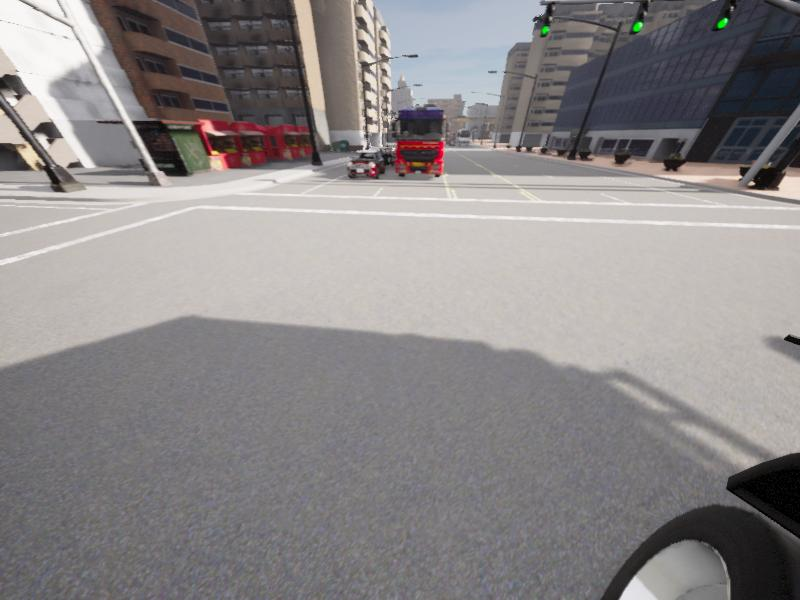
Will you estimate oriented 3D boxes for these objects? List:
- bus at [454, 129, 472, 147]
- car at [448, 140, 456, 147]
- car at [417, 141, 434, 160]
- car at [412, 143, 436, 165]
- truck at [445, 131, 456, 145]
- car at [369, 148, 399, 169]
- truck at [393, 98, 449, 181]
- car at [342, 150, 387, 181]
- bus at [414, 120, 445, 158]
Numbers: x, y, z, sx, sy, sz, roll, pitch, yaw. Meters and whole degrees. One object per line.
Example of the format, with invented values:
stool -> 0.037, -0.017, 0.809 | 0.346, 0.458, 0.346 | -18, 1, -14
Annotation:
bus -> 20.023, -51.924, 73.929 | 3.944, 4.253, 10.273 | 4, 37, 5
car -> 16.315, -49.254, 72.524 | 2.033, 1.649, 4.856 | 4, 37, 5
car -> 3.152, -18.601, 28.709 | 1.905, 1.878, 3.866 | 4, 35, 5
car -> 2.503, -15.119, 23.782 | 2.097, 1.767, 4.553 | 4, 35, 5
truck -> 17.587, -56.800, 80.807 | 2.891, 3.827, 8.468 | 4, 37, 5
car -> -1.357, -13.047, 21.173 | 1.994, 1.385, 4.181 | 4, 35, 6
truck -> 1.561, -11.315, 16.566 | 2.891, 3.827, 8.468 | 4, 35, 5
car -> -2.204, -9.061, 15.386 | 1.970, 1.475, 3.806 | 4, 35, 5
bus -> 4.261, -25.203, 36.135 | 3.944, 4.253, 10.273 | 1, 36, 2
